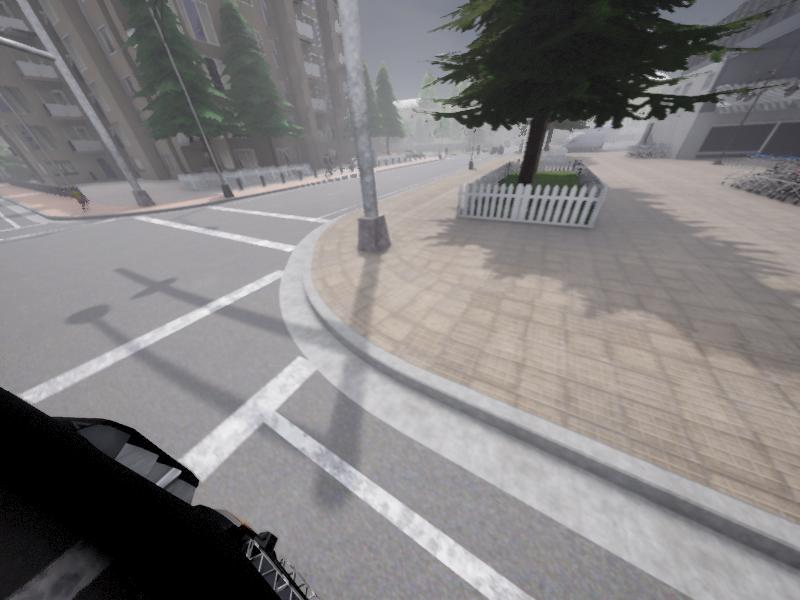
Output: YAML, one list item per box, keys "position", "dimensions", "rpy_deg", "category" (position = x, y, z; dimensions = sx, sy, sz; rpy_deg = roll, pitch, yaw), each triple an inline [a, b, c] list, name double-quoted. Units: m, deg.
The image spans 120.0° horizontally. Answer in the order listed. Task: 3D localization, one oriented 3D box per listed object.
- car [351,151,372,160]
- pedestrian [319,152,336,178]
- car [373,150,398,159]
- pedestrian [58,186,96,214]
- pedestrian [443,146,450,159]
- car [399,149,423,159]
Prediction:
- position: [-8.777, -32.953, 52.708]
  dimensions: [4.193, 1.474, 1.816]
  rpy_deg: [15, 38, 25]
  category: "car"
- position: [-6.256, -11.714, 20.026]
  dimensions: [0.751, 1.860, 0.751]
  rpy_deg: [15, 38, 25]
  category: "pedestrian"
- position: [-3.214, -31.480, 50.001]
  dimensions: [5.008, 1.535, 1.882]
  rpy_deg: [15, 38, 25]
  category: "car"
- position: [-15.254, -4.731, 10.927]
  dimensions: [0.500, 1.100, 0.500]
  rpy_deg: [12, 37, 22]
  category: "pedestrian"
- position: [7.834, -24.858, 38.875]
  dimensions: [0.751, 1.860, 0.751]
  rpy_deg: [-30, 42, -34]
  category: "pedestrian"
- position: [2.322, -29.981, 47.326]
  dimensions: [4.514, 1.525, 2.007]
  rpy_deg: [15, 38, 25]
  category: "car"
